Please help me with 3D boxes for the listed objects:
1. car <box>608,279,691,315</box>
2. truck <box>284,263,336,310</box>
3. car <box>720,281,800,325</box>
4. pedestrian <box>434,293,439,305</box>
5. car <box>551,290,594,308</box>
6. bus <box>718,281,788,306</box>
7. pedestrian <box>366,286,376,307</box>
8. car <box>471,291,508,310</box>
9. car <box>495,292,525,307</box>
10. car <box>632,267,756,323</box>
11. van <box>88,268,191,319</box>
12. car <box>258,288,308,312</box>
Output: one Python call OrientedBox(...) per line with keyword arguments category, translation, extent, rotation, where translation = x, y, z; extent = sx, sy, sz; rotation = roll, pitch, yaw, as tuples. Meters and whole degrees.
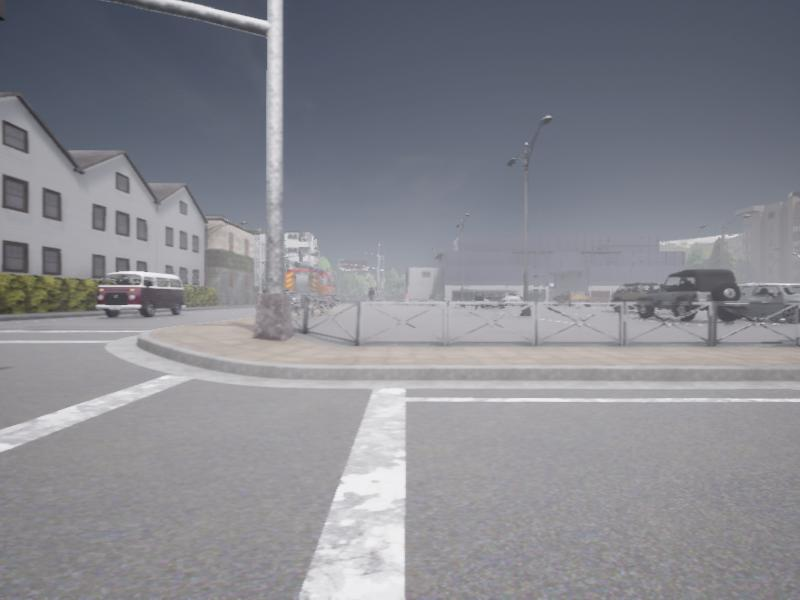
OrientedBox(category="car", translation=(14.329, -0.153, 23.324), extent=(1.932, 1.855, 4.605), rotation=(0, 0, 0))
OrientedBox(category="truck", translation=(-8.053, -1.140, 36.920), extent=(2.891, 3.827, 8.468), rotation=(0, 0, 0))
OrientedBox(category="car", translation=(14.389, 0.115, 14.845), extent=(1.970, 1.475, 3.806), rotation=(0, 0, 0))
OrientedBox(category="pedestrian", translation=(5.720, -0.151, 63.278), extent=(0.751, 1.860, 0.751), rotation=(0, 0, 1))
OrientedBox(category="car", translation=(17.423, -0.100, 40.716), extent=(2.152, 1.636, 5.027), rotation=(0, 0, 0))
OrientedBox(category="bus", translation=(65.366, -1.089, 74.604), extent=(3.944, 4.253, 10.273), rotation=(0, 0, -1))
OrientedBox(category="pedestrian", translation=(-2.593, -0.275, 36.104), extent=(0.751, 1.860, 0.751), rotation=(0, 0, 7))
OrientedBox(category="car", translation=(7.362, 0.035, 33.317), extent=(2.007, 1.523, 4.514), rotation=(0, 0, 0))
OrientedBox(category="car", translation=(11.006, -0.029, 40.376), extent=(1.970, 1.475, 3.806), rotation=(0, 0, 0))
OrientedBox(category="car", translation=(11.063, -0.174, 15.448), extent=(1.905, 1.878, 3.866), rotation=(0, 0, 0))
OrientedBox(category="van", translation=(-11.612, -0.244, 18.295), extent=(2.069, 2.038, 4.480), rotation=(0, 0, -4))
OrientedBox(category="car", translation=(-8.062, 0.011, 28.003), extent=(2.038, 1.542, 4.974), rotation=(0, 0, 0))
